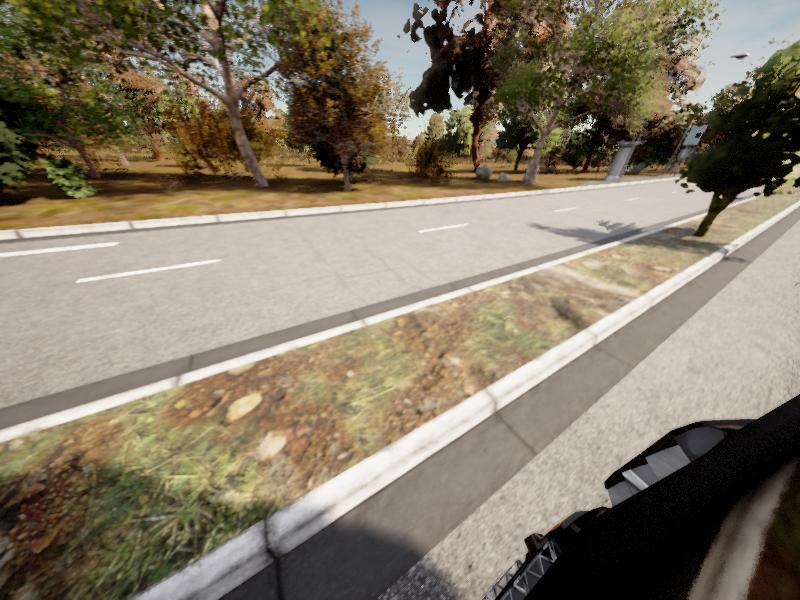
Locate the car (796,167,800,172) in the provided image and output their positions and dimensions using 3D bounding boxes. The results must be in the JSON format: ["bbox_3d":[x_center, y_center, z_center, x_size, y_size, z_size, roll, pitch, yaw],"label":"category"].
[{"bbox_3d":[77.289,-25.071,43.341,4.856,1.649,2.033,-18,38,-25],"label":"car"}]
